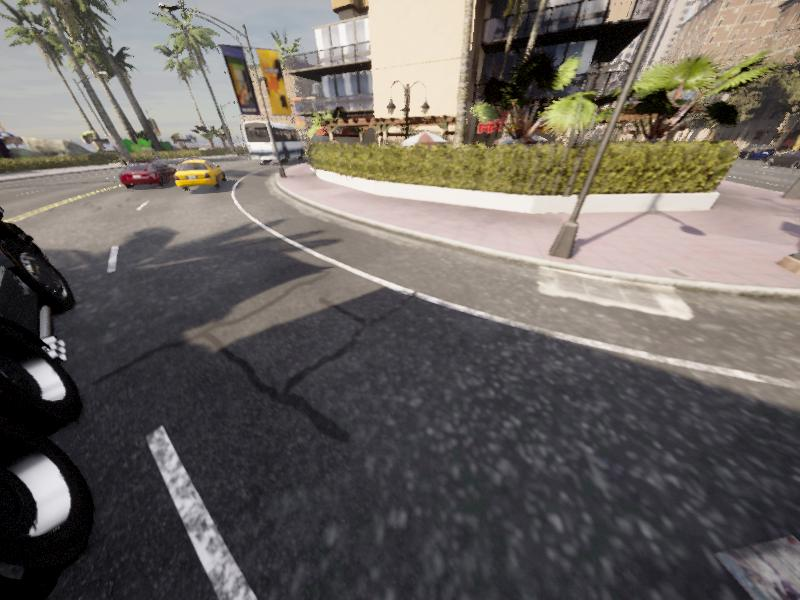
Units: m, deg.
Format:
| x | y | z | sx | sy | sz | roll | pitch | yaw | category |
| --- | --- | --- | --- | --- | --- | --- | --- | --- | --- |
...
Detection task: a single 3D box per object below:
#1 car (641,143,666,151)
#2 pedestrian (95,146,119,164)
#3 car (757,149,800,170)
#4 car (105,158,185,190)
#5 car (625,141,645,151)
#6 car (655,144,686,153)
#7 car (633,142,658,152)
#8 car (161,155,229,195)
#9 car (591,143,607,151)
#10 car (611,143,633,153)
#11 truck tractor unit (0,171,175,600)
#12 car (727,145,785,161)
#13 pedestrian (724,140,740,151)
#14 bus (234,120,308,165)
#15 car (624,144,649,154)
| x | y | z | sx | sy | sz | roll | pitch | yaw | category |
| --- | --- | --- | --- | --- | --- | --- | --- | --- | --- |
| 58.483 | -35.391 | 53.392 | 2.163 | 1.488 | 4.792 | 14 | 37 | 20 | car |
| -35.524 | -17.580 | 28.040 | 0.751 | 1.860 | 0.751 | 4 | 35 | 7 | pedestrian |
| 36.251 | -12.710 | 20.845 | 2.033 | 1.411 | 5.357 | 14 | 37 | 20 | car |
| -16.561 | -8.480 | 15.362 | 1.994 | 1.385 | 4.181 | -13 | 37 | -18 | car |
| 55.171 | -36.206 | 54.254 | 1.905 | 1.878 | 3.866 | 14 | 37 | 21 | car |
| 55.085 | -31.019 | 47.158 | 2.033 | 1.411 | 5.357 | 12 | 36 | 17 | car |
| 52.497 | -32.816 | 49.602 | 2.033 | 1.649 | 4.856 | 14 | 37 | 20 | car |
| -12.360 | -7.971 | 14.393 | 1.801 | 1.575 | 5.366 | -15 | 38 | -20 | car |
| 48.769 | -37.634 | 56.707 | 1.801 | 1.575 | 5.366 | 14 | 37 | 20 | car |
| 50.117 | -34.481 | 52.299 | 2.152 | 1.651 | 5.027 | 14 | 37 | 20 | car |
| -4.966 | -0.417 | 0.994 | 6.516 | 4.208 | 3.053 | 24 | 43 | 32 | truck tractor unit |
| 45.205 | -18.837 | 29.546 | 2.163 | 1.488 | 4.792 | 17 | 38 | 24 | car |
| 64.701 | -30.113 | 45.021 | 0.751 | 1.860 | 0.751 | -6 | 35 | -8 | pedestrian |
| -16.396 | -20.990 | 30.962 | 3.944 | 4.253 | 10.273 | -1 | 35 | 0 | bus |
| 46.069 | -29.522 | 45.109 | 1.994 | 1.385 | 4.181 | 14 | 37 | 20 | car |
